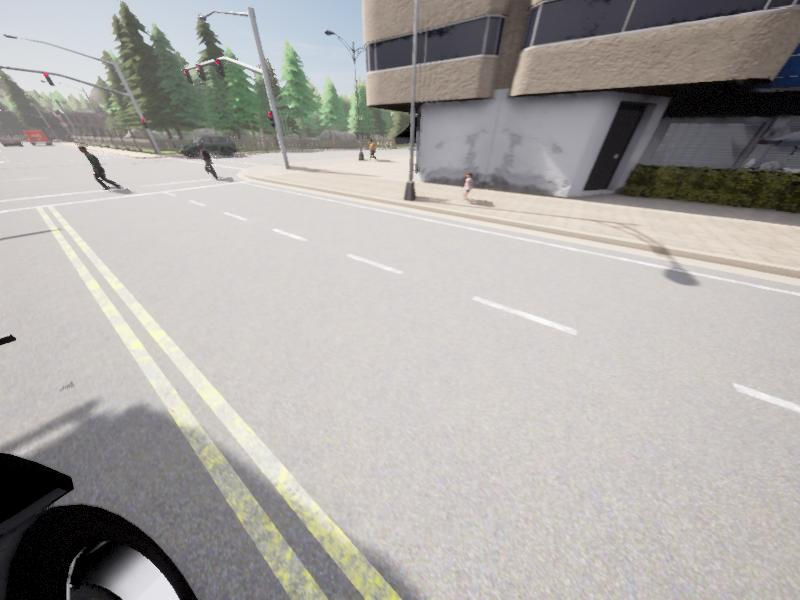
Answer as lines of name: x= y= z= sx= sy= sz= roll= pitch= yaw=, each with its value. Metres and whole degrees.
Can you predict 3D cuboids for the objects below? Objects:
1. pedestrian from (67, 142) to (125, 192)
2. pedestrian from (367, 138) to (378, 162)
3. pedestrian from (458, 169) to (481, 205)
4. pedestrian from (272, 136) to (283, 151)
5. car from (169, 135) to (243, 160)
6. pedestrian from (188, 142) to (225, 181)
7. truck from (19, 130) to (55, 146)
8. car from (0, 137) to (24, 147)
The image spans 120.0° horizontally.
pedestrian: x=-13.648 y=-5.978 z=10.424 sx=0.751 sy=1.860 sz=0.751 roll=23 pitch=41 yaw=28
pedestrian: x=-2.617 y=-14.361 z=22.108 sx=0.751 sy=1.860 sz=0.751 roll=-19 pitch=40 yaw=-26
pedestrian: x=2.580 y=-4.212 z=8.611 sx=0.500 sy=1.100 sz=0.500 roll=23 pitch=41 yaw=28
pedestrian: x=-18.305 y=-23.440 z=34.614 sx=0.751 sy=1.860 sz=0.751 roll=23 pitch=41 yaw=28
car: x=-21.408 y=-17.134 z=25.815 sx=2.150 sy=2.045 sz=5.566 roll=23 pitch=41 yaw=28
pedestrian: x=-11.011 y=-7.917 z=13.214 sx=0.751 sy=1.860 sz=0.751 roll=20 pitch=40 yaw=25
truck: x=-72.742 y=-32.446 z=46.296 sx=5.204 sy=2.467 sz=2.627 roll=23 pitch=41 yaw=27
car: x=-71.723 y=-29.125 z=42.563 sx=4.181 sy=1.385 sz=1.994 roll=22 pitch=41 yaw=28
